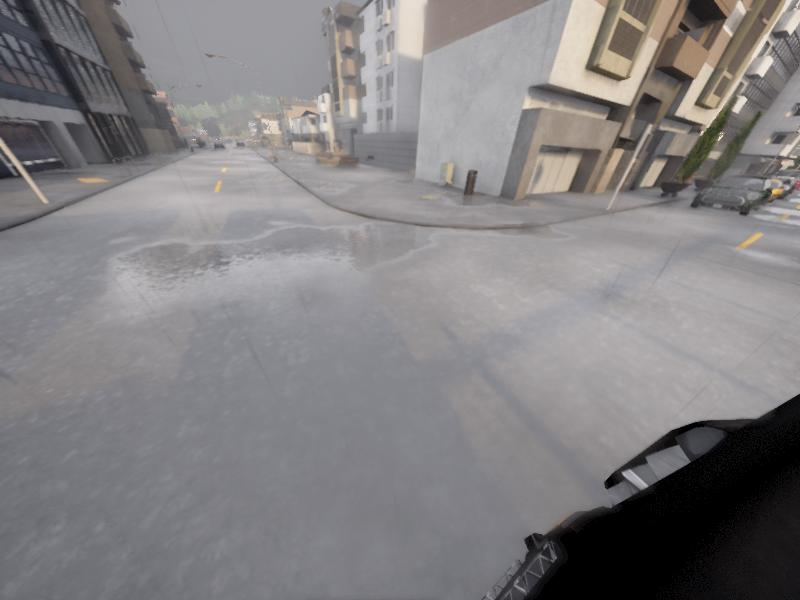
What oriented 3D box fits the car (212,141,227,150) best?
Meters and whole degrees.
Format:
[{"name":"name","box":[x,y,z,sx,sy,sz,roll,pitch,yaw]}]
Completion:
[{"name":"car","box":[-36.937,-31.602,47.303,1.895,1.301,4.718,-16,38,-26]}]

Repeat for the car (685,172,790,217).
[{"name":"car","box":[18.406,-5.900,12.622,4.553,1.767,2.097,-16,38,-26]}]

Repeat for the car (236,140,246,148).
[{"name":"car","box":[-44.387,-43.566,64.365,1.930,1.638,5.238,-16,38,-26]}]

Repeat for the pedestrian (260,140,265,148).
[{"name":"pedestrian","box":[-37.304,-42.385,62.718,0.751,1.860,0.751,-17,39,-27]}]

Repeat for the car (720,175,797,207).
[{"name":"car","box":[24.551,-7.569,15.800,5.366,1.575,1.801,-16,38,-26]}]

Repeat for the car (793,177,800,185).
[{"name":"car","box":[61.753,-18.121,34.721,3.806,1.475,1.970,-16,38,-26]}]

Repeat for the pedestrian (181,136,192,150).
[{"name":"pedestrian","box":[-36.304,-26.689,39.242,0.751,1.860,0.751,-21,41,-32]}]

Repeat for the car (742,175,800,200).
[{"name":"car","box":[30.521,-9.230,18.855,3.806,1.475,1.970,-16,38,-26]}]

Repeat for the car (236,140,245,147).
[{"name":"car","box":[-48.023,-47.148,69.512,1.801,1.575,5.366,-16,38,-26]}]

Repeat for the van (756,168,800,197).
[{"name":"van","box":[35.299,-10.805,21.133,4.442,1.987,1.775,-16,38,-26]}]

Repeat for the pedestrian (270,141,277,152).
[{"name":"pedestrian","box":[-25.603,-31.134,46.751,0.751,1.860,0.751,-17,39,-27]}]
